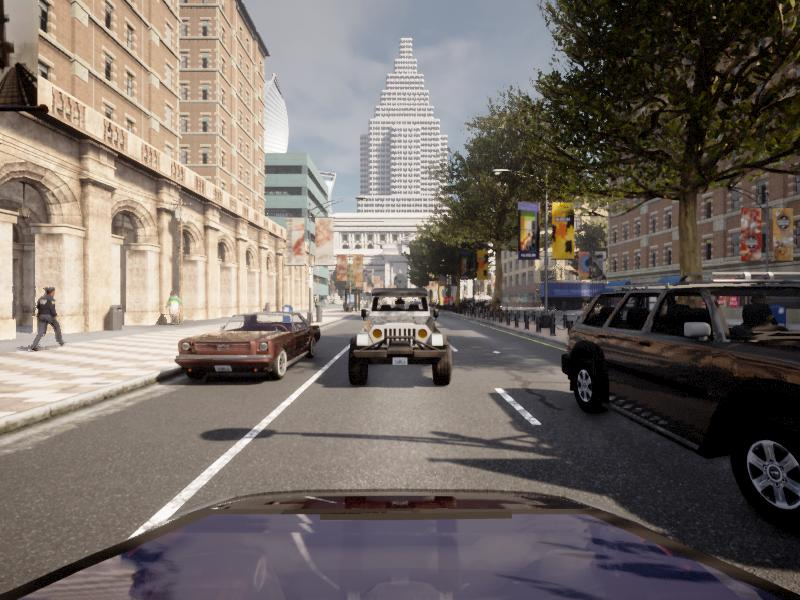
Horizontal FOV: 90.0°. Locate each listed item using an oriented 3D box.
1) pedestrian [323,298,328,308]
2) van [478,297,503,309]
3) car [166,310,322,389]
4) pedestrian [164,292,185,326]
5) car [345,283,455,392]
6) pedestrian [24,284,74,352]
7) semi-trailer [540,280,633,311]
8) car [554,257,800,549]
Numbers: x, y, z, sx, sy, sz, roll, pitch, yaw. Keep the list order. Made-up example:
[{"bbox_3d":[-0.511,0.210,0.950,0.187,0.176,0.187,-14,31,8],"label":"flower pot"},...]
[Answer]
[{"bbox_3d":[-13.103,0.495,70.179,0.751,1.860,0.751,0,0,-3],"label":"pedestrian"},{"bbox_3d":[16.223,0.582,71.716,2.069,2.038,4.480,0,0,-24],"label":"van"},{"bbox_3d":[-3.250,0.940,9.526,1.895,1.301,4.718,0,0,0],"label":"car"},{"bbox_3d":[-12.423,0.488,22.060,0.751,1.860,0.751,0,0,0],"label":"pedestrian"},{"bbox_3d":[-0.001,0.647,8.846,1.905,1.878,3.866,0,0,0],"label":"car"},{"bbox_3d":[-9.911,0.487,11.308,0.751,1.860,0.751,0,0,2],"label":"pedestrian"},{"bbox_3d":[28.192,-0.610,60.442,14.254,4.402,2.717,0,0,-14],"label":"semi-trailer"},{"bbox_3d":[3.501,0.653,4.281,1.932,1.855,4.605,0,0,0],"label":"car"}]
